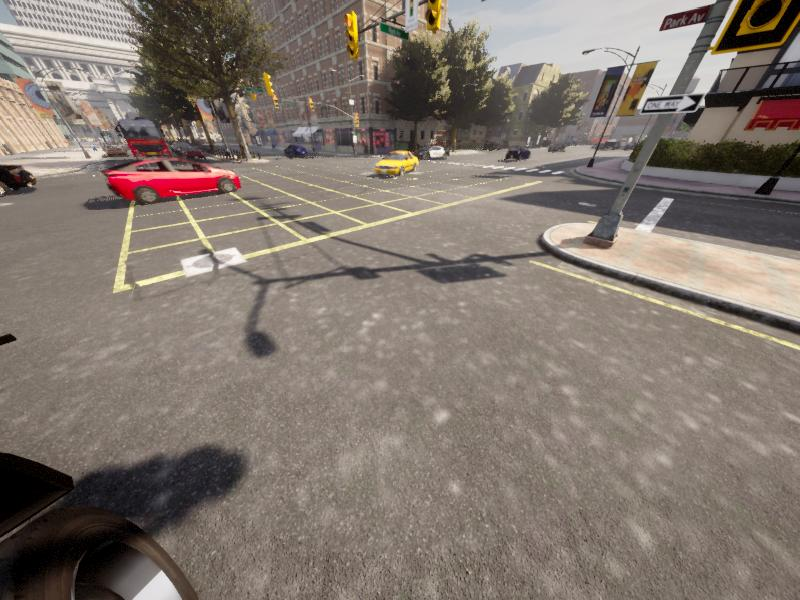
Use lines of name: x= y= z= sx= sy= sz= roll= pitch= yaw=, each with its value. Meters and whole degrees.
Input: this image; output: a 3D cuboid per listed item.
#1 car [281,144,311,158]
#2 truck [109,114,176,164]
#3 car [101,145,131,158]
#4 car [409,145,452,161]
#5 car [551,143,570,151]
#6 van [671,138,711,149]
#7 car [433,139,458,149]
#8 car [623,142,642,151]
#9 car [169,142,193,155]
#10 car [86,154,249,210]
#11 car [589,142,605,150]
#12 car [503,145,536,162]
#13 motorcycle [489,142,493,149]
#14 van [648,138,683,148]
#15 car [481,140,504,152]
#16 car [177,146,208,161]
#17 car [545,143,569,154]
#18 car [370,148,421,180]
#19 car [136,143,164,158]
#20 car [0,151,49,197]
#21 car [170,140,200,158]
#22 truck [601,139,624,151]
car: x=-14.488 y=-20.833 z=32.151 sx=1.812 sy=1.442 sz=4.674 roll=-28 pitch=44 yaw=-34
truck: x=-27.249 y=-17.094 z=24.681 sx=2.891 sy=3.827 sz=8.468 roll=-28 pitch=44 yaw=-34
car: x=-36.836 y=-19.373 z=30.036 sx=1.895 sy=1.301 sz=4.718 roll=-28 pitch=44 yaw=-34
car: x=3.704 y=-17.885 z=28.019 sx=4.974 sy=1.542 sz=2.038 roll=-21 pitch=40 yaw=-27
car: x=35.889 y=-34.357 z=51.724 sx=4.674 sy=1.442 sz=1.812 roll=-28 pitch=44 yaw=-34
van: x=83.068 y=-44.870 z=66.138 sx=6.366 sy=2.431 sz=2.351 roll=16 pitch=38 yaw=21
car: x=10.835 y=-37.555 z=55.569 sx=2.150 sy=2.045 sz=5.566 roll=-28 pitch=43 yaw=-34
car: x=53.844 y=-35.688 z=53.571 sx=4.856 sy=1.649 sz=2.033 roll=-28 pitch=44 yaw=-34
car: x=-32.921 y=-22.725 z=34.677 sx=1.970 sy=1.475 sz=3.806 roll=-27 pitch=44 yaw=-33
car: x=-9.755 y=-5.382 z=10.168 sx=2.007 sy=1.525 sz=4.514 roll=24 pitch=42 yaw=30
car: x=49.570 y=-38.811 z=58.197 sx=3.806 sy=1.475 sz=1.970 roll=-28 pitch=44 yaw=-34
car: x=14.208 y=-17.469 z=27.506 sx=3.633 sy=1.501 sz=1.845 roll=-28 pitch=44 yaw=-34
motorcycle: x=22.553 y=-38.274 z=57.107 sx=0.764 sy=1.277 sz=2.356 roll=2 pitch=34 yaw=20
van: x=80.585 y=-47.779 z=70.251 sx=6.366 sy=2.431 sz=2.351 roll=5 pitch=35 yaw=7
car: x=18.613 y=-31.131 z=46.630 sx=1.905 sy=1.878 sz=3.866 roll=-12 pitch=37 yaw=-17
car: x=-24.264 y=-17.156 z=26.987 sx=1.895 sy=1.301 sz=4.718 roll=-28 pitch=44 yaw=-34
car: x=29.044 y=-28.024 z=42.636 sx=4.892 sy=1.490 sz=1.837 roll=-28 pitch=44 yaw=-34
car: x=-0.149 y=-10.031 z=16.794 sx=1.801 sy=1.575 sz=5.366 roll=12 pitch=37 yaw=16
car: x=-32.422 y=-19.416 z=29.981 sx=1.970 sy=1.475 sz=3.806 roll=-28 pitch=44 yaw=-34
car: x=-19.697 y=-5.108 z=9.606 sx=5.238 sy=1.638 sz=1.930 roll=-28 pitch=44 yaw=-34
car: x=-28.926 y=-20.319 z=31.013 sx=2.097 sy=1.767 sz=4.553 roll=-28 pitch=44 yaw=-34
truck: x=50.368 y=-36.782 z=54.702 sx=6.274 sy=2.098 sz=2.390 roll=-28 pitch=44 yaw=-34
